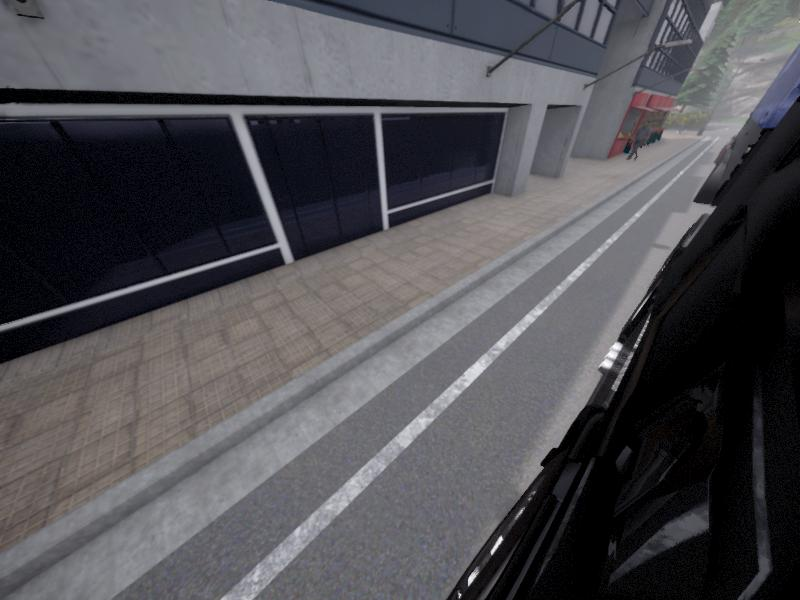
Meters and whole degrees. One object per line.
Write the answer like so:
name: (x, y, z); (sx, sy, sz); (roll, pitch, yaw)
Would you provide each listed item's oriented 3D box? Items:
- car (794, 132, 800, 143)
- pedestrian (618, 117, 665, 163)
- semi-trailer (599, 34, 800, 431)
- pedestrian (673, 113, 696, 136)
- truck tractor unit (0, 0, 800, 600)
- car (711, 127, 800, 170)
car: (32.112, -12.806, 17.352); (4.674, 1.442, 1.812); (-29, 44, -30)
pedestrian: (12.464, -8.278, 11.991); (0.751, 1.860, 0.751); (-13, 38, -13)
semi-trailer: (8.648, -3.650, 4.259); (14.254, 4.402, 2.717); (-29, 44, -30)
pedestrian: (30.609, -18.855, 24.849); (0.751, 1.860, 0.751); (-28, 44, -30)
truck tractor unit: (2.645, -0.295, 0.351); (6.516, 4.208, 3.053); (-28, 44, -30)
car: (17.673, -7.657, 11.525); (4.181, 1.385, 1.994); (-29, 44, -30)
